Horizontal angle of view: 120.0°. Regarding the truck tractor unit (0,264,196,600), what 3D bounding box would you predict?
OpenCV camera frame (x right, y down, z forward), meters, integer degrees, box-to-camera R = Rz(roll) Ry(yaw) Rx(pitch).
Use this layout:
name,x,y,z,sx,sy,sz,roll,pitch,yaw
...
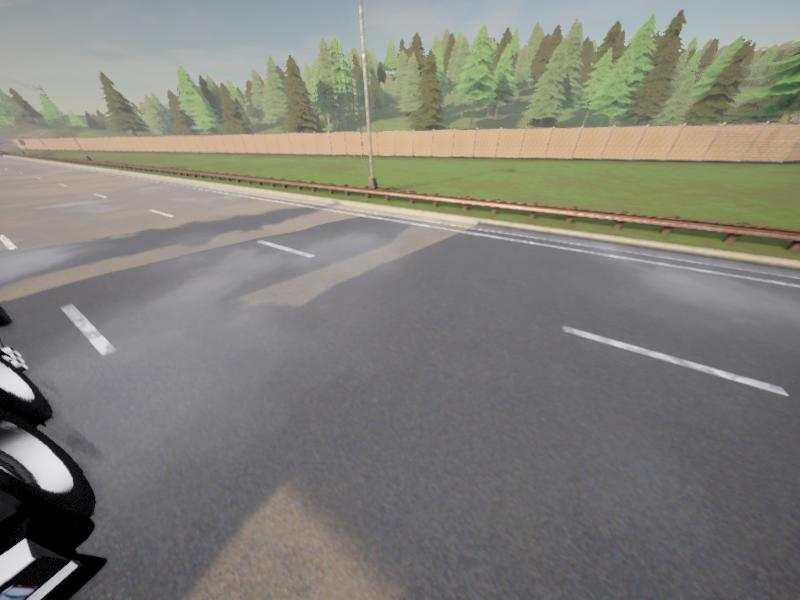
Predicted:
name,x,y,z,sx,sy,sz,roll,pitch,yaw
truck tractor unit,-5.113,-0.294,0.795,6.516,4.208,3.053,18,39,24
